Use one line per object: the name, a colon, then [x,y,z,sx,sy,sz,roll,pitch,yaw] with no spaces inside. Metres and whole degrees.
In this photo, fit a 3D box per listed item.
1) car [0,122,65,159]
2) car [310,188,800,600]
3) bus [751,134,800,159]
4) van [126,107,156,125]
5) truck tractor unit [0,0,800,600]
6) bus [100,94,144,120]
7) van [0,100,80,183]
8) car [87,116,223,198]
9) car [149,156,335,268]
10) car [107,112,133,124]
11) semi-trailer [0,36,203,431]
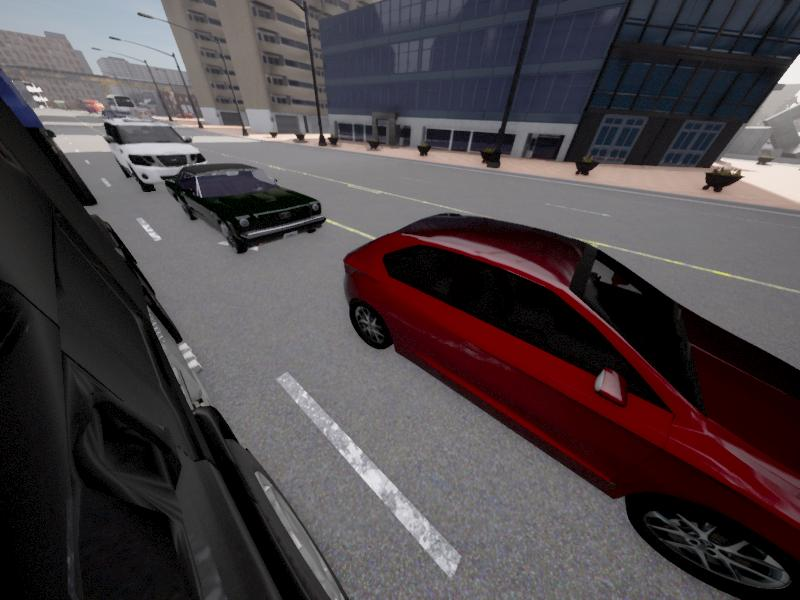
car: [-22.671,-9.727,13.985,4.902,1.511,2.128,28,44,30]
car: [1.278,0.188,2.242,4.193,1.474,1.816,28,44,30]
bus: [89.710,-34.683,52.423,3.944,4.253,10.273,-25,46,-32]
van: [-52.949,-37.684,47.259,6.366,2.431,2.351,30,44,28]
truck tractor unit: [-2.645,-0.295,0.351,6.516,4.208,3.053,28,44,30]
bus: [-64.911,-45.083,53.991,10.273,4.253,3.944,29,44,29]
van: [-16.570,-6.876,9.795,6.366,2.431,2.351,28,44,30]
car: [-9.749,-5.871,9.171,5.566,2.045,2.150,28,44,29]
car: [-3.915,-2.476,5.626,4.718,1.301,1.895,28,44,30]
car: [-54.452,-35.314,44.887,4.902,1.511,2.128,30,44,28]
semi-trailer: [-8.755,-3.564,4.173,14.254,4.402,2.717,27,43,29]
